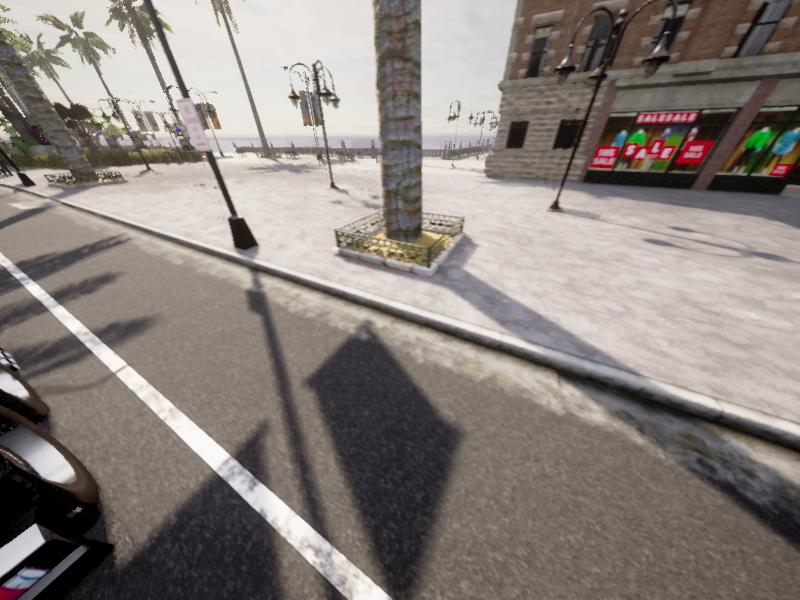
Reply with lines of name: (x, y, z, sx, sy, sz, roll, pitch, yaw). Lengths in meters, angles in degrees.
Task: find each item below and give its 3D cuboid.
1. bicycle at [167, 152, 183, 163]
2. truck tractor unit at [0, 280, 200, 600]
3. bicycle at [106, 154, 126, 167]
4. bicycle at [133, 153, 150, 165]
bicycle: (-26.102, -16.558, 26.761, 1.643, 1.024, 0.373, 16, 38, 22)
truck tractor unit: (-5.142, -0.269, 0.735, 6.516, 4.208, 3.053, 17, 39, 23)
bicycle: (-28.422, -13.987, 23.114, 1.643, 1.024, 0.373, 16, 38, 22)
bicycle: (-27.494, -15.016, 24.573, 1.643, 1.024, 0.373, 16, 38, 22)
